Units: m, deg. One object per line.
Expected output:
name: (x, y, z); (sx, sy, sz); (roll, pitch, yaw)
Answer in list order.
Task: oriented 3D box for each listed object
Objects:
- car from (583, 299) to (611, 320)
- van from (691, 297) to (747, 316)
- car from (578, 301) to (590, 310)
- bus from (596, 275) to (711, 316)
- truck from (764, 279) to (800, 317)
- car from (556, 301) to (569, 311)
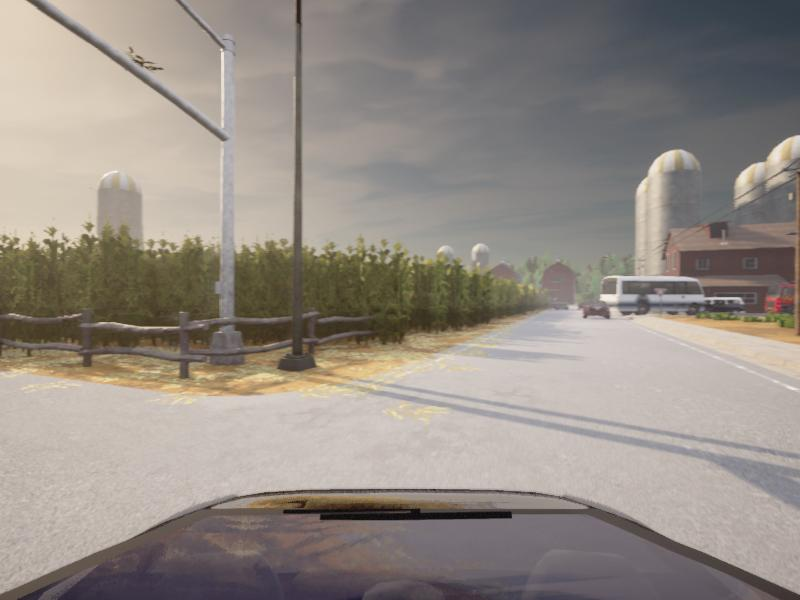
car: (17.929, 0.786, 36.603); (2.097, 1.767, 4.553); (0, 0, 23)
van: (35.129, 0.703, 44.198); (4.480, 2.038, 2.069); (0, 0, 23)
car: (32.315, 1.012, 70.263); (1.837, 1.490, 4.892); (0, 0, 23)
bus: (27.342, -0.425, 43.419); (10.273, 4.253, 3.944); (0, 0, -5)
truck: (43.222, -0.162, 40.876); (8.468, 3.827, 2.891); (0, 0, 22)
car: (28.131, 0.979, 69.334); (2.038, 1.542, 4.974); (0, 0, 22)
